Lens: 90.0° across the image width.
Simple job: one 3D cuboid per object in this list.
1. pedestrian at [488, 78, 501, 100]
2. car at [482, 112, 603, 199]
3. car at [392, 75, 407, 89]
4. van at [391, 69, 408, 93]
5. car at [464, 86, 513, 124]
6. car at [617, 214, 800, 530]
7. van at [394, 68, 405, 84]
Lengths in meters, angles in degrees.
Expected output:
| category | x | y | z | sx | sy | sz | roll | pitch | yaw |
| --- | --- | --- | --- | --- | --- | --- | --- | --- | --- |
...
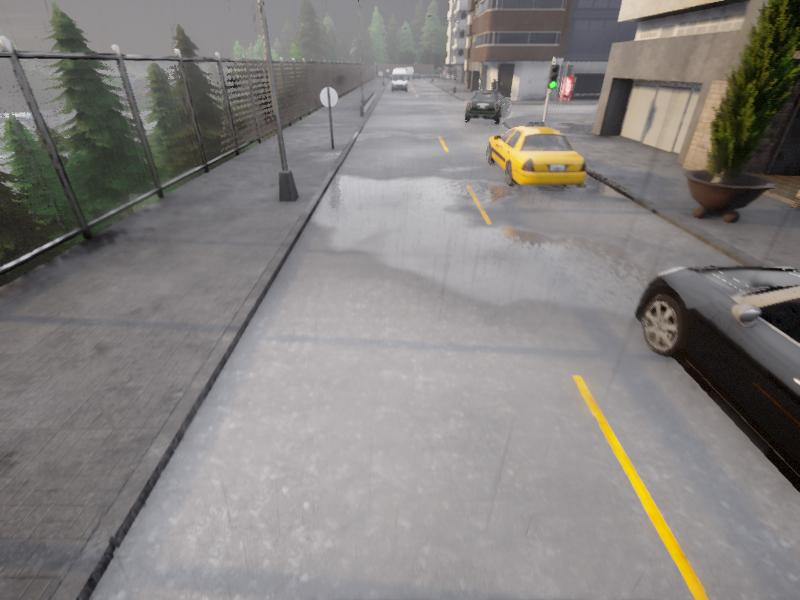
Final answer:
| category | x | y | z | sx | sy | sz | roll | pitch | yaw |
| --- | --- | --- | --- | --- | --- | --- | --- | --- | --- |
| pedestrian | 8.924 | -19.993 | 37.897 | 0.751 | 1.860 | 0.751 | -12 | 32 | -19 |
| car | 3.984 | -4.657 | 12.331 | 1.801 | 1.575 | 5.366 | 0 | 30 | 0 |
| car | -0.055 | -33.384 | 61.202 | 2.152 | 1.651 | 5.027 | 0 | 30 | 0 |
| van | -0.052 | -28.264 | 51.570 | 1.988 | 2.561 | 5.915 | 0 | 30 | 0 |
| car | 5.637 | -12.346 | 25.211 | 2.097 | 1.767 | 4.553 | 11 | 32 | 18 |
| car | 3.994 | 0.573 | 3.531 | 1.970 | 1.475 | 3.806 | 0 | 30 | 0 |
| van | -0.069 | -41.877 | 74.758 | 1.988 | 2.561 | 5.915 | 0 | 30 | 0 |
